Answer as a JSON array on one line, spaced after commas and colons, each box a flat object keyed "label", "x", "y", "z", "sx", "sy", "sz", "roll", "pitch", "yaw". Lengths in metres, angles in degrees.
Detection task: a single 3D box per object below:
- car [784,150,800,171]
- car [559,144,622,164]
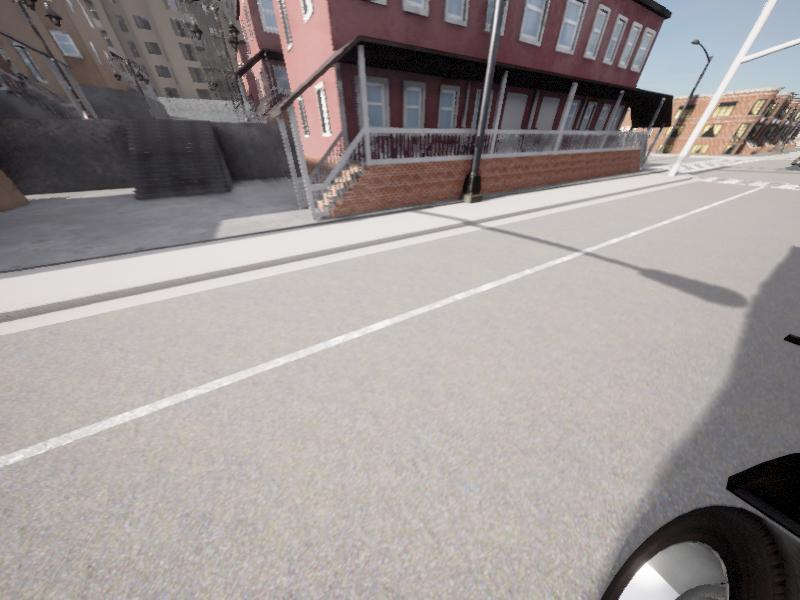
[{"label": "car", "x": 33.387, "y": -10.230, "z": 16.904, "sx": 4.974, "sy": 1.542, "sz": 2.038, "roll": 23, "pitch": 41, "yaw": 30}, {"label": "car", "x": 21.068, "y": -16.405, "z": 25.807, "sx": 2.242, "sy": 1.667, "sz": 4.611, "roll": -16, "pitch": 38, "yaw": -21}]
